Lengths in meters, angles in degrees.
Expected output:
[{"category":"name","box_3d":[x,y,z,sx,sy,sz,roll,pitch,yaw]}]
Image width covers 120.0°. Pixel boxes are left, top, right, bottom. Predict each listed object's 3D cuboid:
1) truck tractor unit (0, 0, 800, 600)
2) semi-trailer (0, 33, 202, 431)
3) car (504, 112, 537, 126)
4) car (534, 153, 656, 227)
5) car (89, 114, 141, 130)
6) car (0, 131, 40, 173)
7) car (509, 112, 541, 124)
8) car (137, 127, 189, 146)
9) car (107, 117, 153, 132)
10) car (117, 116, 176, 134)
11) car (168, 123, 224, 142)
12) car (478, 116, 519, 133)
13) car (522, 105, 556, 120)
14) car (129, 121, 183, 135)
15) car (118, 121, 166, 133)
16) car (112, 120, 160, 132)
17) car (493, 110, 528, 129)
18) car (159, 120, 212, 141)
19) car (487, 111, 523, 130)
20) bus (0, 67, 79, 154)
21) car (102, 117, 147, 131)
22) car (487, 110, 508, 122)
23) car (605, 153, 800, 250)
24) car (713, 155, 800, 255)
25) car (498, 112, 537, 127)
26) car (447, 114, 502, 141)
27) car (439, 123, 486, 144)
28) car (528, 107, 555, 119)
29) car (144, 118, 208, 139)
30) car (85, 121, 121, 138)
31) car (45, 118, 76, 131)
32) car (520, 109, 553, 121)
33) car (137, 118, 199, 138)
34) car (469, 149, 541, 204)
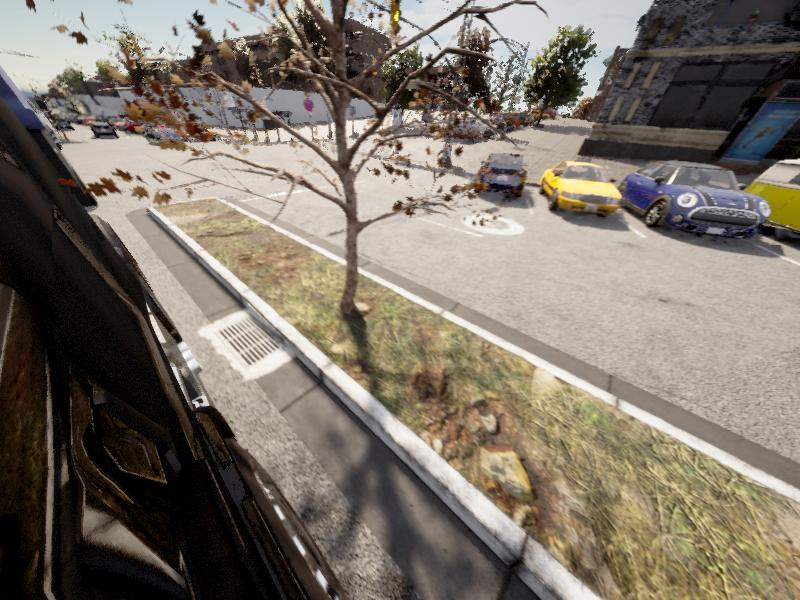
[{"category":"truck tractor unit","box_3d":[-2.645,-0.295,0.352,6.516,4.208,3.053,28,44,30]},{"category":"semi-trailer","box_3d":[-8.749,-3.569,4.179,14.254,4.402,2.717,28,43,29]},{"category":"car","box_3d":[20.746,-31.310,39.914,4.674,1.452,2.002,11,44,10]},{"category":"car","box_3d":[6.807,-4.550,8.929,1.946,1.575,5.366,15,38,14]},{"category":"car","box_3d":[-54.627,-34.208,44.494,2.435,2.045,5.566,11,37,11]},{"category":"car","box_3d":[-18.610,-6.573,10.159,4.181,1.385,1.994,20,41,23]},{"category":"car","box_3d":[22.482,-32.960,41.769,4.674,1.452,2.002,11,43,10]},{"category":"car","box_3d":[-23.325,-16.115,22.717,5.357,1.411,2.033,24,42,28]},{"category":"car","box_3d":[-47.227,-30.813,40.627,2.185,1.767,4.553,11,37,10]},{"category":"car","box_3d":[-39.837,-27.604,36.619,2.435,2.045,5.566,11,37,10]},{"category":"car","box_3d":[-25.111,-20.770,28.694,2.185,1.767,4.553,11,37,11]},{"category":"car","box_3d":[13.743,-24.784,32.516,4.892,1.521,2.231,12,43,10]},{"category":"car","box_3d":[29.367,-39.766,48.981,5.566,2.045,2.435,11,44,10]},{"category":"car","box_3d":[-37.344,-26.386,35.577,1.946,1.575,5.366,11,37,10]},{"category":"car","box_3d":[-42.315,-28.484,38.096,2.163,1.488,4.792,11,37,10]},{"category":"car","box_3d":[-44.775,-29.594,39.371,2.231,1.521,4.892,11,37,10]},{"category":"car","box_3d":[17.137,-28.248,36.067,4.442,1.987,1.878,12,44,10]},{"category":"car","box_3d":[-27.568,-21.934,29.914,1.878,1.987,4.442,12,37,10]},{"category":"car","box_3d":[15.388,-26.606,34.220,4.442,1.987,1.878,11,44,10]},{"category":"bus","box_3d":[-28.682,-13.394,16.526,10.273,4.253,3.944,23,42,26]},{"category":"car","box_3d":[-49.715,-31.878,41.891,2.185,1.767,4.553,11,37,11]},{"category":"car","box_3d":[19.036,-35.943,44.965,2.128,1.511,4.902,25,48,25]},{"category":"car","box_3d":[9.184,-3.519,7.506,2.185,1.767,4.553,15,38,15]},{"category":"car","box_3d":[11.421,-2.266,5.804,1.878,1.987,4.442,15,38,15]},{"category":"car","box_3d":[19.175,-29.668,38.010,5.366,1.575,1.946,11,43,10]},{"category":"car","box_3d":[8.540,-20.049,26.814,5.566,2.045,2.435,12,43,10]},{"category":"car","box_3d":[6.766,-18.196,25.168,4.674,1.452,2.002,11,43,10]},{"category":"car","box_3d":[31.085,-41.348,50.948,4.553,1.767,2.185,11,43,9]},{"category":"car","box_3d":[-29.995,-23.125,31.300,2.435,2.045,5.566,11,37,10]},{"category":"car","box_3d":[-36.809,-21.116,28.627,4.792,1.488,2.163,31,45,32]},{"category":"car","box_3d":[-51.902,-26.863,35.308,4.193,1.474,1.816,24,42,26]},{"category":"car","box_3d":[27.849,-37.890,47.254,5.366,1.575,1.946,11,43,10]},{"category":"car","box_3d":[-32.448,-24.276,32.671,2.435,2.045,5.566,11,37,11]},{"category":"car","box_3d":[4.714,-5.918,10.694,2.163,1.488,4.792,14,37,14]}]
